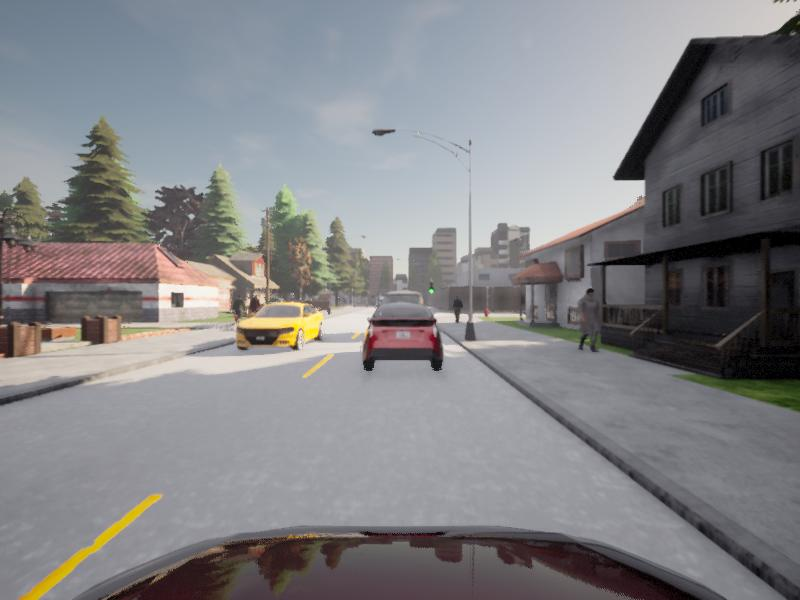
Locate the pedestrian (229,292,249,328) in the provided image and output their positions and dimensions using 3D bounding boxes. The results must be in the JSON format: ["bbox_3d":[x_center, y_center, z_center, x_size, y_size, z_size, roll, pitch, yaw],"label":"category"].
[{"bbox_3d":[-8.537,0.521,21.267,0.751,1.860,0.751,0,0,0],"label":"pedestrian"}]

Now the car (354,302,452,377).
[{"bbox_3d":[0.053,0.823,10.464,2.007,1.525,4.514,0,0,0],"label":"car"}]

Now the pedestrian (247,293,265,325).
[{"bbox_3d":[-8.500,0.520,23.619,0.751,1.860,0.751,0,0,8],"label":"pedestrian"}]

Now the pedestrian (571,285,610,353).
[{"bbox_3d":[5.383,0.527,11.345,0.751,1.860,0.751,0,0,-3],"label":"pedestrian"}]

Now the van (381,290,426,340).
[{"bbox_3d":[0.111,0.590,18.155,1.775,1.987,4.442,0,0,-1],"label":"van"}]

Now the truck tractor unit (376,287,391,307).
[{"bbox_3d":[-3.554,-0.574,89.727,3.053,4.208,6.516,0,0,1],"label":"truck tractor unit"}]

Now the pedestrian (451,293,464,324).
[{"bbox_3d":[3.500,0.520,24.526,0.751,1.860,0.751,0,0,6],"label":"pedestrian"}]

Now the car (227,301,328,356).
[{"bbox_3d":[-3.937,0.815,13.875,1.882,1.535,5.008,0,0,1],"label":"car"}]

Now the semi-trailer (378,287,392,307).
[{"bbox_3d":[-3.526,-0.671,97.636,2.717,4.402,14.254,0,0,0],"label":"semi-trailer"}]
